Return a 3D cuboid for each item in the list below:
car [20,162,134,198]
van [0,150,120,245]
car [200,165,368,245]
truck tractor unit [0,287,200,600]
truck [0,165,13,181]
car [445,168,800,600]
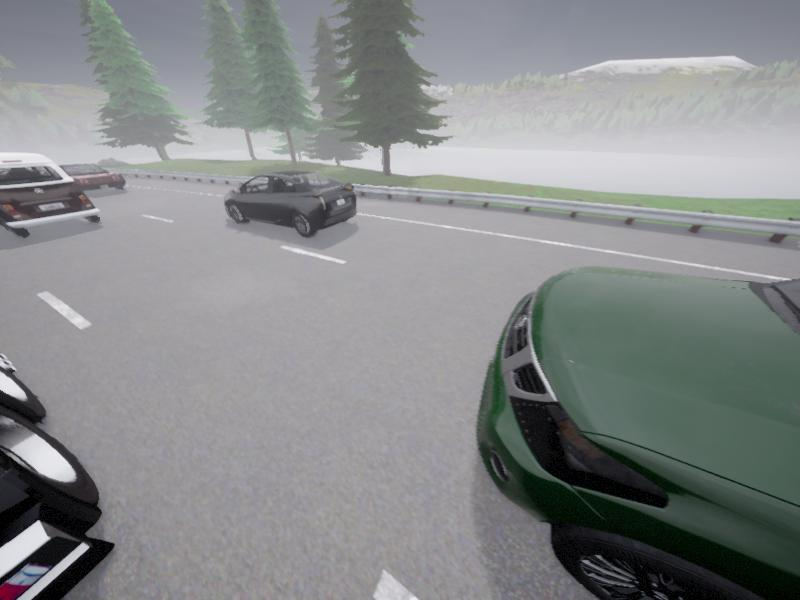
[{"bbox_3d":[-17.227,-6.507,12.375,4.718,1.301,1.895,12,37,18],"label":"car"},{"bbox_3d":[-11.884,-3.378,7.184,4.480,2.038,2.069,14,38,20],"label":"van"},{"bbox_3d":[-3.524,-3.175,7.241,4.514,1.525,2.007,16,38,22],"label":"car"},{"bbox_3d":[-5.151,-0.258,0.729,6.516,4.208,3.053,17,38,22],"label":"truck tractor unit"},{"bbox_3d":[-31.945,-9.586,16.256,6.274,2.098,2.390,9,36,14],"label":"truck"},{"bbox_3d":[3.293,0.954,0.803,5.566,2.045,2.150,18,39,24],"label":"car"}]
